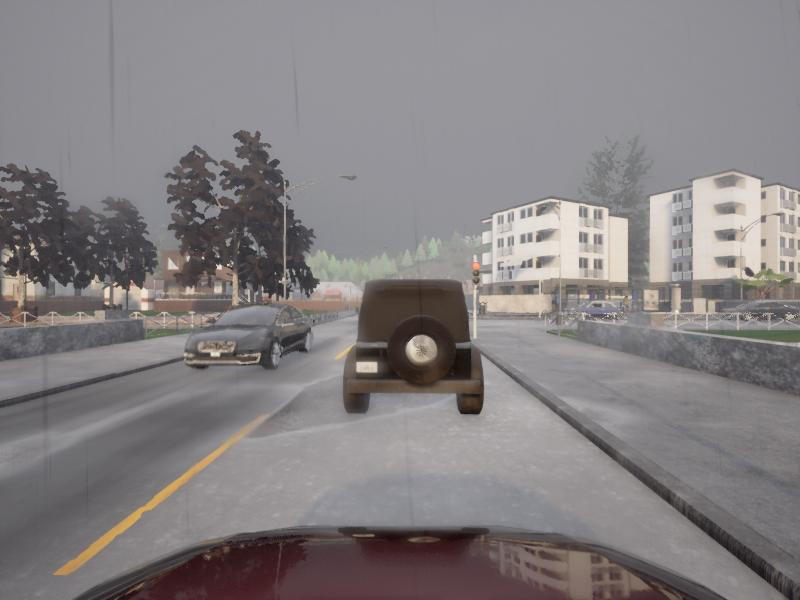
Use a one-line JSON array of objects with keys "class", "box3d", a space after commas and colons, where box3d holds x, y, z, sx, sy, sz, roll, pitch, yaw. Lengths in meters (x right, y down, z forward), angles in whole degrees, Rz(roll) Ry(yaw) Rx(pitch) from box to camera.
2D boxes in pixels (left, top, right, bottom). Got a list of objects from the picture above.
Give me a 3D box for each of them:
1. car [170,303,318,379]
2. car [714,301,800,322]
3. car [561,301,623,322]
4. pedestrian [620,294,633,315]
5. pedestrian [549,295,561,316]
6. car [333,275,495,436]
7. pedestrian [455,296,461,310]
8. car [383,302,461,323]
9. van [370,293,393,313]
[{"class": "car", "box3d": [-3.658, 0.845, 10.524, 1.837, 1.490, 4.892, 0, 0, 2]}, {"class": "car", "box3d": [26.568, 0.842, 29.718, 4.892, 1.490, 1.837, -1, 0, 2]}, {"class": "car", "box3d": [14.380, 0.853, 30.133, 3.806, 1.475, 1.970, 0, 0, 2]}, {"class": "pedestrian", "box3d": [20.303, 0.417, 35.941, 0.751, 1.860, 0.751, 0, 0, 2]}, {"class": "pedestrian", "box3d": [13.895, 0.495, 35.952, 0.751, 1.860, 0.751, 0, 0, -5]}, {"class": "car", "box3d": [0.220, 0.646, 6.640, 1.905, 1.878, 3.866, 0, 0, 2]}, {"class": "pedestrian", "box3d": [7.673, 0.422, 52.694, 0.751, 1.860, 0.751, 0, 0, 3]}, {"class": "car", "box3d": [1.629, 0.894, 29.217, 5.357, 1.411, 2.033, 0, 0, -22]}, {"class": "van", "box3d": [-2.300, 0.379, 51.361, 2.351, 2.431, 6.366, 0, 0, 2]}]
